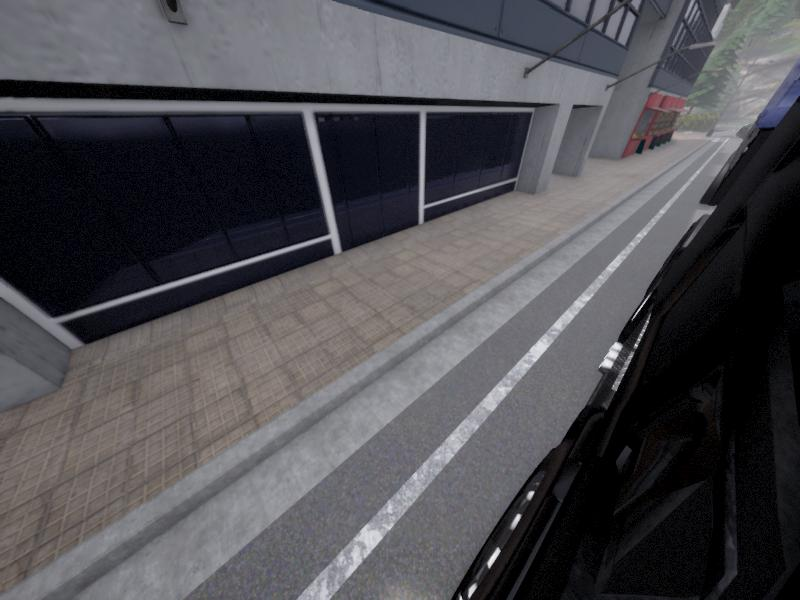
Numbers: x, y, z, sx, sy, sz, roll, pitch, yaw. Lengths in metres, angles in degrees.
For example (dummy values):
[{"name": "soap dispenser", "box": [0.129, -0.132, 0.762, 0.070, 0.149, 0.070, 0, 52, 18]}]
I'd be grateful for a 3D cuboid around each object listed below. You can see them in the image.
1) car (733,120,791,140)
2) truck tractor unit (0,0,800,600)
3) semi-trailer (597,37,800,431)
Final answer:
[{"name": "car", "box": [34.705, -16.451, 22.309, 1.994, 1.385, 4.181, 26, 45, 32]}, {"name": "truck tractor unit", "box": [2.645, -0.295, 0.351, 6.516, 4.208, 3.053, -28, 44, -30]}, {"name": "semi-trailer", "box": [8.720, -3.591, 4.205, 14.254, 4.402, 2.717, -28, 44, -29]}]
